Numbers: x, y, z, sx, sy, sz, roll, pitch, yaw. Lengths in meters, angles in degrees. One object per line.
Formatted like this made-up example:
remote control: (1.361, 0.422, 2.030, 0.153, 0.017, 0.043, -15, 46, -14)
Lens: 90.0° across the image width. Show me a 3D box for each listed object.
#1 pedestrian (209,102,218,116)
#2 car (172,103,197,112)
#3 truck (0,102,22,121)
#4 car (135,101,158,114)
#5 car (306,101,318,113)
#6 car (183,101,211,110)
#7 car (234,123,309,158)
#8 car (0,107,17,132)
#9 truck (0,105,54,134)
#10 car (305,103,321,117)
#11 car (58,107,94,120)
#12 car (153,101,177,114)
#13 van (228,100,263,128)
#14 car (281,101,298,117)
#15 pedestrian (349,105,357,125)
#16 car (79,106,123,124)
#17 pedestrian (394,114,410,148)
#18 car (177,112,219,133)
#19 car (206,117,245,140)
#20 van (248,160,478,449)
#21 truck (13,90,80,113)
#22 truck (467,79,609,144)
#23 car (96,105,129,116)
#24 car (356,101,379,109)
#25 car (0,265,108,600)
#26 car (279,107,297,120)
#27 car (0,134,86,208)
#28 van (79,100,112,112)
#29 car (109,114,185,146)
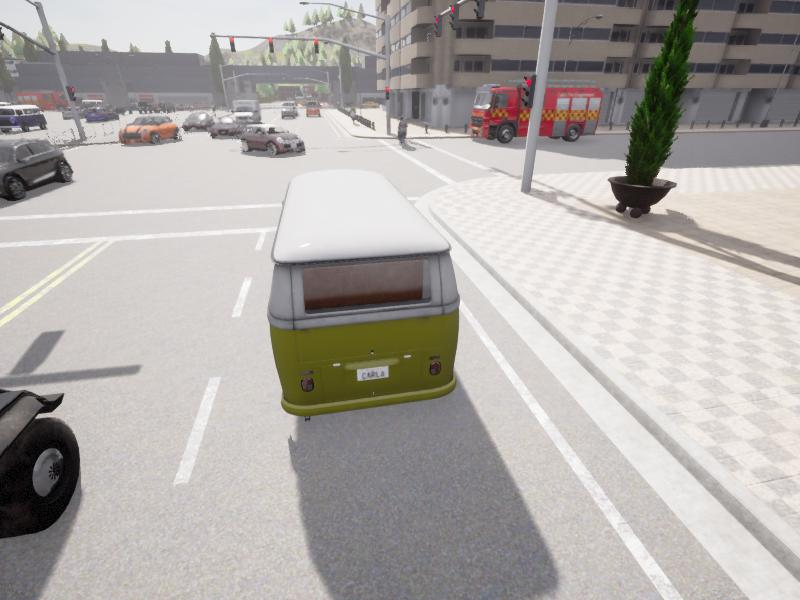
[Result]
pedestrian: (-27.575, -28.264, 59.194, 0.751, 1.860, 0.751, -6, 28, -11)
car: (-43.404, -38.812, 80.625, 3.806, 1.475, 1.970, -5, 28, -10)
truck: (-50.562, -23.787, 50.341, 2.069, 2.038, 4.478, -5, 28, -10)
car: (-42.797, -32.568, 67.618, 1.905, 1.878, 3.866, -5, 28, -10)
car: (-16.083, -35.355, 73.338, 1.905, 1.878, 3.866, -5, 28, -10)
car: (-43.975, -42.131, 86.802, 4.856, 1.649, 2.033, -5, 28, -9)
car: (-7.233, -9.047, 22.533, 3.806, 1.475, 1.970, 19, 33, 33)
car: (-35.168, -15.076, 33.584, 1.932, 1.855, 4.605, -5, 28, -10)
truck: (-32.342, -15.451, 34.102, 2.069, 2.038, 4.478, -5, 28, -10)
car: (-13.294, -29.000, 61.066, 2.097, 1.767, 4.553, -5, 28, -10)
car: (-42.054, -24.280, 52.022, 1.970, 1.475, 3.806, -5, 28, -10)
car: (-39.947, -32.806, 68.068, 1.932, 1.855, 4.605, -5, 28, -10)
van: (-16.280, -19.867, 42.611, 2.351, 2.431, 6.366, -5, 28, -10)
car: (-17.257, -30.016, 62.774, 2.150, 2.045, 5.566, -5, 28, -10)
pedestrian: (-4.911, -19.377, 41.874, 0.751, 1.860, 0.751, -5, 28, -10)
car: (-35.284, -21.961, 47.345, 2.242, 1.667, 4.611, -5, 28, -10)
pedestrian: (0.130, -10.437, 24.724, 0.751, 1.860, 0.751, -9, 29, -17)
car: (-18.512, -16.418, 36.944, 2.163, 1.488, 4.792, -5, 28, -10)
car: (-13.612, -13.531, 31.440, 1.994, 1.385, 4.181, -6, 28, -12)
van: (-0.682, -0.531, 5.468, 1.775, 1.987, 4.442, -5, 28, -10)
truck: (-67.359, -37.985, 76.385, 8.468, 3.827, 2.891, -5, 28, -9)
truck: (9.340, -13.074, 27.713, 8.468, 3.827, 2.891, -5, 28, -10)
car: (-44.208, -29.230, 61.636, 2.033, 1.415, 5.357, -5, 28, -10)
car: (-7.781, -47.106, 96.535, 5.366, 1.575, 1.801, -5, 28, -10)
car: (-3.362, 1.528, 1.572, 1.905, 1.878, 3.866, -5, 28, -10)
car: (-15.732, -26.332, 56.313, 2.033, 1.411, 5.357, -6, 28, -11)
car: (-13.192, -4.468, 13.472, 2.033, 1.649, 4.856, -5, 28, -10)
van: (-61.562, -39.271, 80.843, 4.480, 2.038, 2.069, -5, 28, -9)
car: (-17.161, -11.735, 27.455, 2.097, 1.767, 4.553, 0, 27, 1)
